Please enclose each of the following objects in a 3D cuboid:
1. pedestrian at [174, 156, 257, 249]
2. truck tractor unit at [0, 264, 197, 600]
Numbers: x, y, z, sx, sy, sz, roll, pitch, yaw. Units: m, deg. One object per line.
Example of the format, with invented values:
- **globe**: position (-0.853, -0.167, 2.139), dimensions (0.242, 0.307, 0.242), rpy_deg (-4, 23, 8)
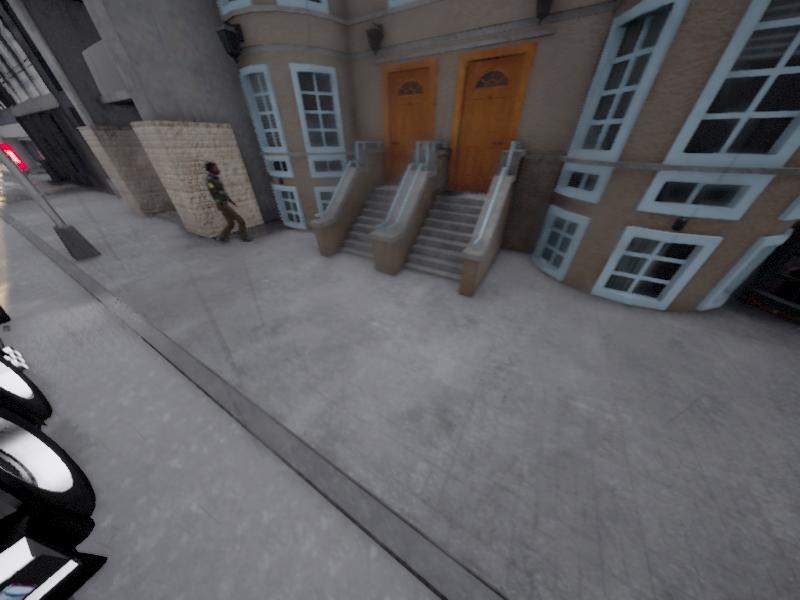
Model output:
- **pedestrian**: position (-4.165, -2.257, 5.418), dimensions (0.751, 1.860, 0.751), rpy_deg (-11, 36, -15)
- **truck tractor unit**: position (-5.119, -0.289, 0.794), dimensions (6.516, 4.208, 3.053), rpy_deg (18, 39, 24)
